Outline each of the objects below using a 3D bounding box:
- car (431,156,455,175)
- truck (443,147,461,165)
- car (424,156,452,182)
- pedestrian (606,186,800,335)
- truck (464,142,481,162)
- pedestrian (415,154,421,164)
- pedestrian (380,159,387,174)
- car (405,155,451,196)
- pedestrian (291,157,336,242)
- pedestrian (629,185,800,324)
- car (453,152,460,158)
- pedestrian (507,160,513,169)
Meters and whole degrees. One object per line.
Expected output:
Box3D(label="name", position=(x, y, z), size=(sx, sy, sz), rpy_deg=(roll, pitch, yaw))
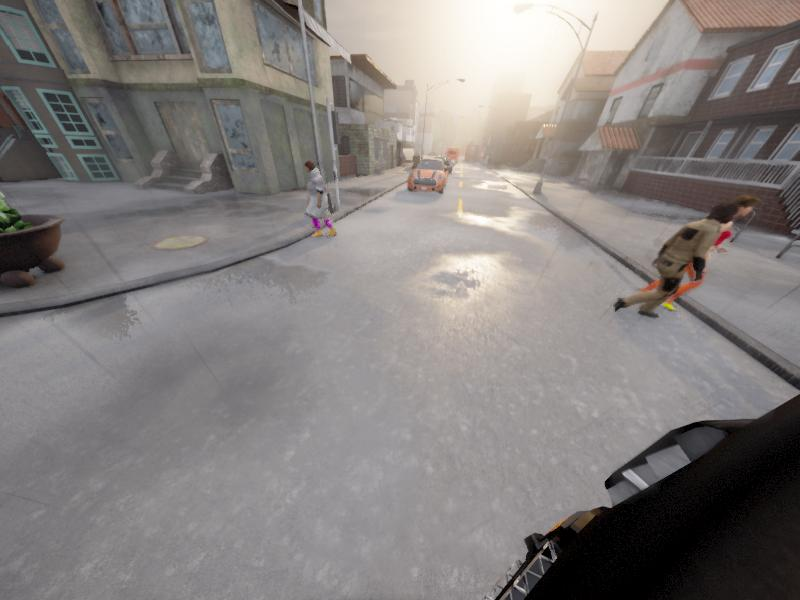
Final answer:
Box3D(label="car", position=(4.833, -14.868, 25.407), size=(2.038, 1.542, 4.974), rpy_deg=(9, 33, 9))
Box3D(label="truck", position=(9.610, -26.594, 42.610), size=(2.627, 2.467, 5.204), rpy_deg=(9, 34, 9))
Box3D(label="car", position=(3.331, -11.323, 19.858), size=(1.851, 1.617, 3.988), rpy_deg=(9, 34, 9))
Box3D(label="pedestrian", position=(4.018, -0.535, 3.336), size=(0.751, 1.860, 0.751), rpy_deg=(16, 36, 19))
Box3D(label="truck", position=(17.909, -36.944, 57.633), size=(2.891, 3.827, 8.468), rpy_deg=(9, 34, 9))
Box3D(label="pedestrian", position=(2.773, -22.353, 36.526), size=(0.751, 1.300, 0.751), rpy_deg=(8, 34, 7))
Box3D(label="pedestrian", position=(-1.452, -11.725, 20.336), size=(0.500, 1.100, 0.500), rpy_deg=(9, 34, 9))
Box3D(label="car", position=(1.874, -7.911, 14.425), size=(2.097, 1.767, 4.553), rpy_deg=(9, 34, 9))
Box3D(label="pedestrian", position=(-2.116, -2.527, 5.891), size=(0.751, 1.860, 0.751), rpy_deg=(-5, 34, -11))
Box3D(label="pedestrian", position=(4.646, -0.690, 3.617), size=(0.751, 1.860, 0.751), rpy_deg=(23, 38, 27))
Box3D(label="car", position=(19.245, -49.160, 78.384), size=(2.033, 1.411, 5.357), rpy_deg=(9, 34, 9))
Box3D(label="pedestrian", position=(16.306, -20.111, 34.324), size=(0.500, 1.100, 0.500), rpy_deg=(8, 34, 8))
